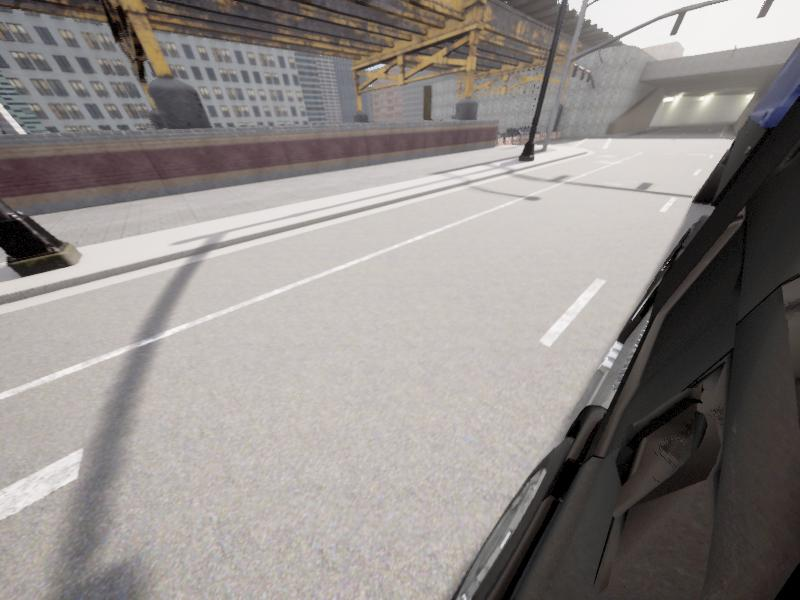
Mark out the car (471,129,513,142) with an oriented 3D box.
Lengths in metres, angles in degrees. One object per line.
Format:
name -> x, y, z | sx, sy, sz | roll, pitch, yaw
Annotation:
car -> 11.449, -20.704, 29.054 | 4.536, 1.218, 1.853 | 0, 37, 4

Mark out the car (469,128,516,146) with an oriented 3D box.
car -> 11.506, -20.578, 29.145 | 4.974, 1.542, 2.038 | 0, 37, 4

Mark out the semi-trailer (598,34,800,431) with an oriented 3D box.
semi-trailer -> 8.654, -3.632, 4.276 | 14.254, 4.402, 2.717 | -29, 44, -30

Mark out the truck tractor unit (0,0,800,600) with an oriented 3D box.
truck tractor unit -> 2.645, -0.295, 0.351 | 6.516, 4.208, 3.053 | -28, 44, -30

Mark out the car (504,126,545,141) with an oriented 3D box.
car -> 18.596, -25.014, 34.639 | 4.974, 1.542, 2.038 | -9, 37, -8

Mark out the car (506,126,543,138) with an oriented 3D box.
car -> 18.540, -25.132, 34.538 | 4.536, 1.218, 1.853 | -9, 37, -8
